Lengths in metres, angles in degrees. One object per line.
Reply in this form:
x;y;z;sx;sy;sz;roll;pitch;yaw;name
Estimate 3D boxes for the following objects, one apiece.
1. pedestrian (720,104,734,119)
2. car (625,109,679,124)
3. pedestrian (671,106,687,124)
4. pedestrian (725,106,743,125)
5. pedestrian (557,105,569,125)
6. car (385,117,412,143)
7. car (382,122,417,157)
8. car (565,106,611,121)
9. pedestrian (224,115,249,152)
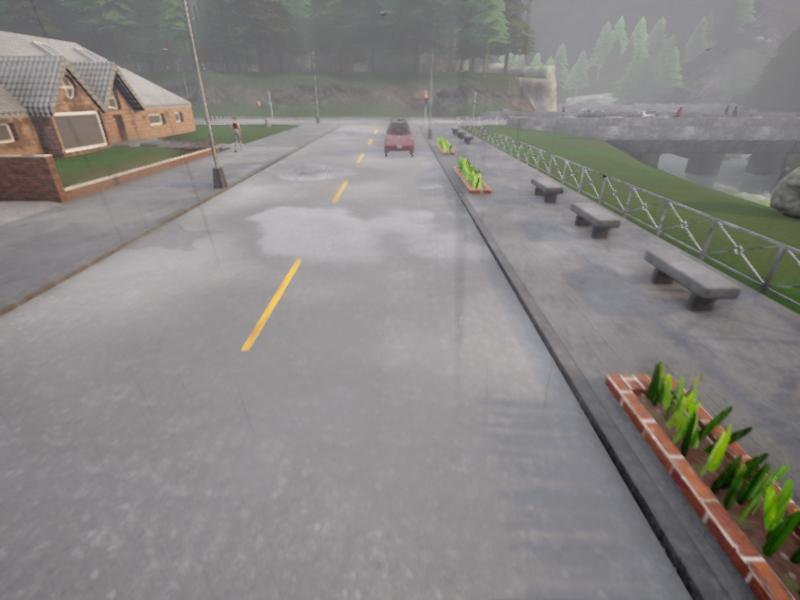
45.185;-26.108;55.311;0.751;1.860;0.751;7;28;13;pedestrian
30.436;-22.309;48.490;4.974;1.542;2.038;0;27;0;car
31.054;-20.576;44.481;0.751;1.860;0.751;3;27;5;pedestrian
36.545;-20.219;43.813;0.751;1.860;0.751;-3;27;-7;pedestrian
17.727;-20.138;43.543;0.751;1.860;0.751;0;27;0;pedestrian
-0.087;-12.476;29.274;1.816;1.474;4.193;0;27;0;car
-0.038;-9.260;22.959;1.845;1.501;3.633;0;27;0;car
24.390;-24.209;51.999;4.611;1.667;2.242;0;27;0;car
-9.112;-9.311;22.370;0.751;1.860;0.751;0;27;0;pedestrian
